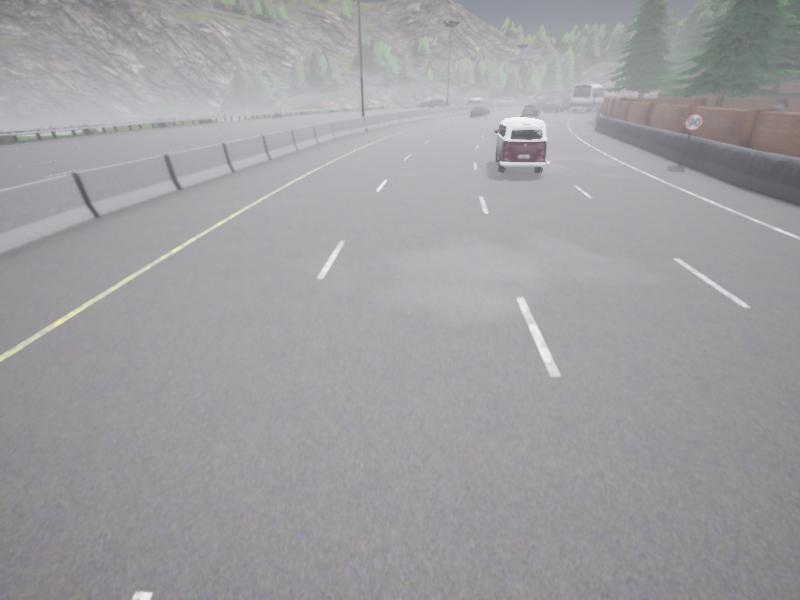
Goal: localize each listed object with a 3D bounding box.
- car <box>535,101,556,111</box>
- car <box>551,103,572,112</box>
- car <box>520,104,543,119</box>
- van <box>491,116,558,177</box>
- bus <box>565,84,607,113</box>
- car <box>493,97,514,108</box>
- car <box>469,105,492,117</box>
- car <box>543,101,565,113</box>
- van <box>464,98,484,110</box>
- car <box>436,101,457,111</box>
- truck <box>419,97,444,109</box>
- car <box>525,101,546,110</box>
[{"bbox_3d":[26.953,-35.937,74.017,2.033,1.649,4.856,17,32,30],"label":"car"},{"bbox_3d":[28.762,-34.259,71.127,1.895,1.301,4.718,20,33,33],"label":"car"},{"bbox_3d":[17.507,-25.122,53.195,2.033,1.649,4.856,12,30,22],"label":"car"},{"bbox_3d":[5.233,-6.832,17.493,2.069,2.038,4.480,3,27,9],"label":"van"},{"bbox_3d":[32.855,-35.521,70.327,3.944,4.253,10.273,17,32,30],"label":"bus"},{"bbox_3d":[23.366,-44.650,90.410,2.150,2.045,5.566,20,33,34],"label":"car"},{"bbox_3d":[11.397,-26.642,56.448,1.994,1.385,4.181,12,30,22],"label":"car"},{"bbox_3d":[25.748,-32.213,66.840,2.152,1.651,5.027,16,31,28],"label":"car"},{"bbox_3d":[14.964,-39.438,80.406,2.069,2.038,4.480,17,32,31],"label":"van"},{"bbox_3d":[9.089,-38.020,78.260,2.038,1.542,4.974,17,32,29],"label":"car"},{"bbox_3d":[6.846,-42.536,86.372,2.390,2.098,6.274,18,32,31],"label":"truck"},{"bbox_3d":[27.139,-38.807,79.810,2.033,1.411,5.357,19,33,33],"label":"car"}]
